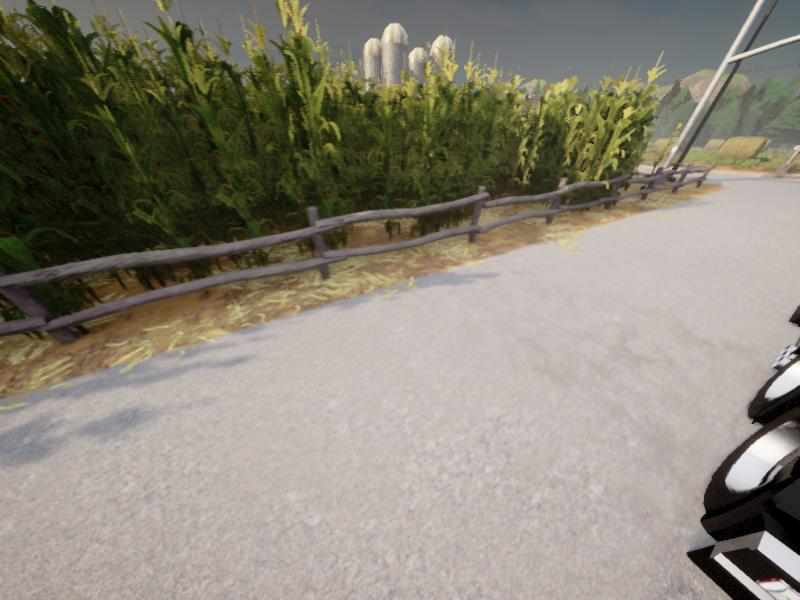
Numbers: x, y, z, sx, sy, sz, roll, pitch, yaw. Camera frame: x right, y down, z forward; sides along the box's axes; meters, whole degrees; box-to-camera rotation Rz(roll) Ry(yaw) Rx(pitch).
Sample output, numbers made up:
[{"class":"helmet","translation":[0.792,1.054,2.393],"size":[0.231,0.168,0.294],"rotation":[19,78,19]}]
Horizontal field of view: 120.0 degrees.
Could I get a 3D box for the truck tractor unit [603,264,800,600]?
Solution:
[{"class":"truck tractor unit","translation":[5.108,-0.304,0.786],"size":[6.516,4.208,3.053],"rotation":[-18,39,-24]}]
